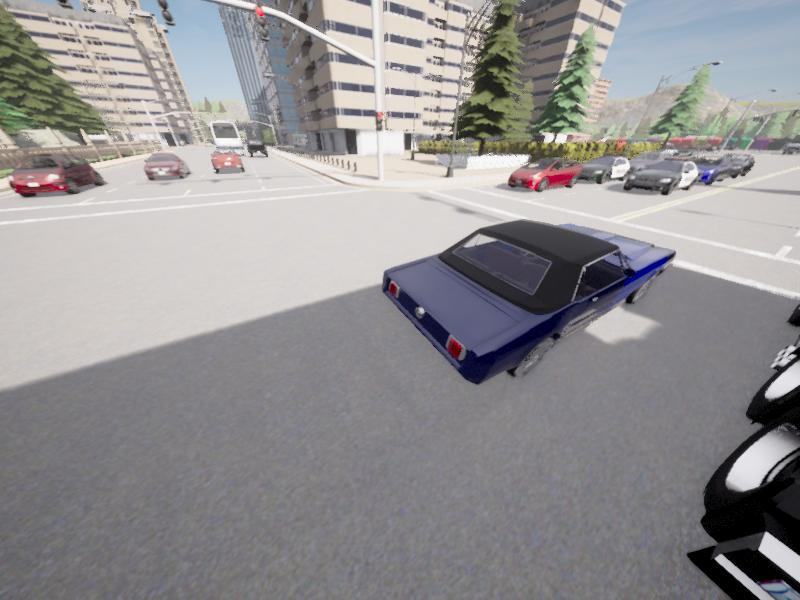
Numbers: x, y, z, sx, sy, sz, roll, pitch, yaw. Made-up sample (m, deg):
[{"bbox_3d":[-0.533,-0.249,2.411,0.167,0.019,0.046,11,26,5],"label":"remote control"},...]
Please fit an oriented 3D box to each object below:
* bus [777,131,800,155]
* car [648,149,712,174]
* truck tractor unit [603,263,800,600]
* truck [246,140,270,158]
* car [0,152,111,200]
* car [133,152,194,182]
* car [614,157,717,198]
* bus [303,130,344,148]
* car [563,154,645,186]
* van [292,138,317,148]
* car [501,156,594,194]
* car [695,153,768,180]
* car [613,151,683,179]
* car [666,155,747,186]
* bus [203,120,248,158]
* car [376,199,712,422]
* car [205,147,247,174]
[{"bbox_3d":[90.145,-34.769,51.240,10.273,4.253,3.944,-17,38,-24],"label":"bus"},{"bbox_3d":[25.909,-12.907,21.393,4.611,1.667,2.242,-18,39,-25],"label":"car"},{"bbox_3d":[5.108,-0.301,0.793,6.516,4.208,3.053,-18,39,-24],"label":"truck tractor unit"},{"bbox_3d":[-21.630,-22.973,35.022,2.390,2.098,6.274,-17,38,-23],"label":"truck"},{"bbox_3d":[-17.096,-6.299,11.501,1.851,1.617,3.988,-16,38,-23],"label":"car"},{"bbox_3d":[-16.168,-9.381,16.089,1.812,1.442,4.674,-18,39,-24],"label":"car"},{"bbox_3d":[14.613,-6.882,12.730,4.974,1.542,2.038,-18,39,-24],"label":"car"},{"bbox_3d":[-22.575,-47.838,68.806,10.273,4.253,3.944,-18,39,-24],"label":"bus"},{"bbox_3d":[13.788,-8.919,15.654,4.974,1.542,2.038,-18,39,-24],"label":"car"},{"bbox_3d":[-28.832,-47.470,69.810,6.366,2.431,2.351,-18,39,-24],"label":"van"},{"bbox_3d":[8.354,-7.197,13.124,4.514,1.525,2.007,-17,38,-23],"label":"car"},{"bbox_3d":[26.183,-10.624,18.250,4.902,1.511,2.128,-18,39,-24],"label":"car"},{"bbox_3d":[19.815,-10.912,18.498,4.856,1.649,2.033,-18,39,-24],"label":"car"},{"bbox_3d":[20.663,-8.841,15.614,4.514,1.525,2.007,-18,39,-24],"label":"car"},{"bbox_3d":[-26.999,-25.198,36.283,3.944,4.253,10.273,-18,39,-24],"label":"bus"},{"bbox_3d":[2.207,-0.459,3.566,4.718,1.301,1.895,-18,39,-24],"label":"car"},{"bbox_3d":[-14.773,-12.080,19.832,2.152,1.651,5.027,-18,39,-24],"label":"car"}]
